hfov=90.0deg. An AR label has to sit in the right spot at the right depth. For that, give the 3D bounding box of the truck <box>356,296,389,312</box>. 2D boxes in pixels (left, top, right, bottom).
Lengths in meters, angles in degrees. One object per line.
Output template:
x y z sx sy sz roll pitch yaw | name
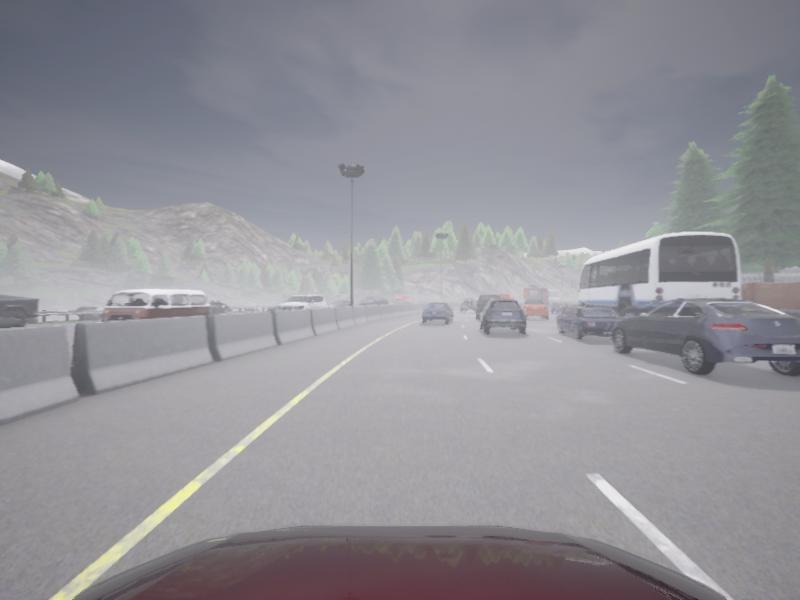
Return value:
-3.767 0.518 56.716 2.390 2.098 6.274 0 0 20 | truck

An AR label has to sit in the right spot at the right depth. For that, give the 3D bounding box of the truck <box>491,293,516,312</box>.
14.242 0.346 54.802 2.627 2.467 5.204 0 0 22 | truck

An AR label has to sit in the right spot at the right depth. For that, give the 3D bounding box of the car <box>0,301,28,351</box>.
-13.527 0.813 10.830 2.038 1.542 4.974 0 0 4 | car

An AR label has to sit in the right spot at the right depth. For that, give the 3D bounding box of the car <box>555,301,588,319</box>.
15.523 0.843 36.464 2.163 1.488 4.792 0 0 15 | car

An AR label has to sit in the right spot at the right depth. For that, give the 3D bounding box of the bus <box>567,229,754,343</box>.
11.960 -0.536 20.269 3.944 4.253 10.273 0 0 8 | bus

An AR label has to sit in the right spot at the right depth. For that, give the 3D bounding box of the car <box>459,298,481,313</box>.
8.954 0.635 50.767 1.932 1.855 4.605 0 0 20 | car

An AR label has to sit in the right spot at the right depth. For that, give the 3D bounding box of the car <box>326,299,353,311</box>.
-9.306 0.746 61.999 2.033 1.649 4.856 0 0 20 | car

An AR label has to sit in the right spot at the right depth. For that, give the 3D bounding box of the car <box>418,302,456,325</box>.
2.713 0.883 28.075 2.033 1.411 5.357 0 0 12 | car

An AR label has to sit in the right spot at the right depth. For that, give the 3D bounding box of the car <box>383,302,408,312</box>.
-0.586 0.920 55.322 1.895 1.301 4.718 0 0 20 | car

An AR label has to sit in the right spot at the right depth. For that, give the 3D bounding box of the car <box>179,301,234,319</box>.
-17.079 0.823 35.610 1.837 1.490 4.892 0 -1 12 | car

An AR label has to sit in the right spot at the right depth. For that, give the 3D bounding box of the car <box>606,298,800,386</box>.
7.382 0.780 10.011 2.152 1.651 5.027 0 0 4 | car

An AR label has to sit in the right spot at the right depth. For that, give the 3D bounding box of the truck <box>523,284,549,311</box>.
21.235 -0.338 62.192 2.891 3.827 8.468 0 0 25 | truck

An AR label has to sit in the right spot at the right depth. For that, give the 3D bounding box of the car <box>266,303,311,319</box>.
-9.889 0.924 35.811 1.895 1.301 4.718 0 0 13 | car

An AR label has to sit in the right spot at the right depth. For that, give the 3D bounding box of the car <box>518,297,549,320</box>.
11.283 0.685 34.020 2.097 1.767 4.553 0 0 14 | car

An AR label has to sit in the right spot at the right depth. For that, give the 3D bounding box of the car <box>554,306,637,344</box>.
8.076 0.941 17.053 1.895 1.301 4.718 0 0 9 | car

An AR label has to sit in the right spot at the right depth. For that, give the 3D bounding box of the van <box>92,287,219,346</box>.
-9.546 0.560 16.150 2.069 2.038 4.480 0 0 6 | van

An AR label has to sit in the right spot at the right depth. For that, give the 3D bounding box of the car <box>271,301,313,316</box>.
-11.626 0.871 43.403 2.033 1.411 5.357 0 0 15 | car

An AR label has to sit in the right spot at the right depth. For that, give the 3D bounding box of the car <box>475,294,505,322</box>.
7.258 0.559 32.321 2.150 2.045 5.566 0 0 13 | car

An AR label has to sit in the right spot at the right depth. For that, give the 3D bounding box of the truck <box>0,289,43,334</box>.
-19.957 0.525 17.626 2.390 2.098 6.274 0 0 6 | truck

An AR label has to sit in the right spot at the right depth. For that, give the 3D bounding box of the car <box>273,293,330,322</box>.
-7.387 0.555 30.763 2.150 2.045 5.566 0 0 11 | car

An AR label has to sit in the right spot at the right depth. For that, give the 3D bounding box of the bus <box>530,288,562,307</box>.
35.848 -0.563 98.175 3.944 4.253 10.273 0 0 41 | bus

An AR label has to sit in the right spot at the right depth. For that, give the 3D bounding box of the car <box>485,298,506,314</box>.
10.990 0.680 45.748 2.097 1.767 4.553 0 0 17 | car

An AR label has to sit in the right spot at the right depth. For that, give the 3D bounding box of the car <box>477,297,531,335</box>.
4.993 0.765 19.869 2.033 1.649 4.856 0 -2 8 | car
